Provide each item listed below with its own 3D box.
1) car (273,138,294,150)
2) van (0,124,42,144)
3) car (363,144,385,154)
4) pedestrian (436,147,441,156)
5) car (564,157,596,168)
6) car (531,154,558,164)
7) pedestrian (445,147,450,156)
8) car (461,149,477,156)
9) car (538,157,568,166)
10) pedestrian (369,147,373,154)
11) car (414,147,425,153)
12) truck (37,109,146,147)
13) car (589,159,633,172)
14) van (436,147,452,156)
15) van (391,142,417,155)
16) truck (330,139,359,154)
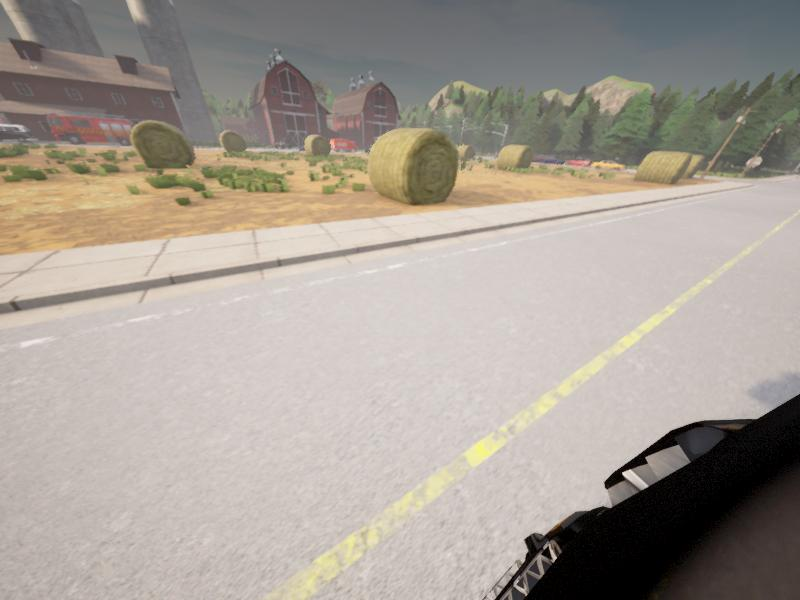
[{"bbox_3d":[-25.187,-33.804,50.005,1.905,1.878,3.866,15,37,7],"label":"car"},{"bbox_3d":[-51.867,-21.882,30.354,4.480,2.038,2.069,-18,40,-29],"label":"van"},{"bbox_3d":[-5.970,-35.027,53.649,4.605,1.855,1.932,-19,40,-29],"label":"car"},{"bbox_3d":[9.829,-37.637,58.480,0.751,1.860,0.751,-26,44,-36],"label":"pedestrian"},{"bbox_3d":[37.006,-28.371,47.634,2.007,1.525,4.514,-18,39,-28],"label":"car"},{"bbox_3d":[32.889,-32.229,52.739,2.097,1.767,4.553,-18,39,-28],"label":"car"},{"bbox_3d":[12.573,-39.444,61.377,0.751,1.860,0.751,29,42,33],"label":"pedestrian"},{"bbox_3d":[22.054,-46.895,73.479,4.605,1.855,1.932,-19,40,-29],"label":"car"},{"bbox_3d":[32.076,-29.143,48.540,1.895,1.301,4.718,-18,39,-28],"label":"car"},{"bbox_3d":[-5.987,-31.268,48.278,0.751,1.300,0.751,-1,34,-7],"label":"pedestrian"},{"bbox_3d":[6.785,-52.110,80.309,1.789,1.549,3.705,-18,39,-28],"label":"car"},{"bbox_3d":[-44.576,-25.080,34.082,8.468,3.827,2.891,-19,40,-29],"label":"truck"},{"bbox_3d":[37.649,-24.231,41.453,1.801,1.575,5.366,-18,39,-28],"label":"car"},{"bbox_3d":[13.056,-43.886,68.201,4.442,1.987,1.775,-19,40,-29],"label":"van"},{"bbox_3d":[1.017,-37.632,57.550,6.366,2.431,2.351,-19,40,-29],"label":"van"},{"bbox_3d":[-11.949,-33.236,49.985,5.204,2.467,2.627,-19,40,-29],"label":"truck"}]
